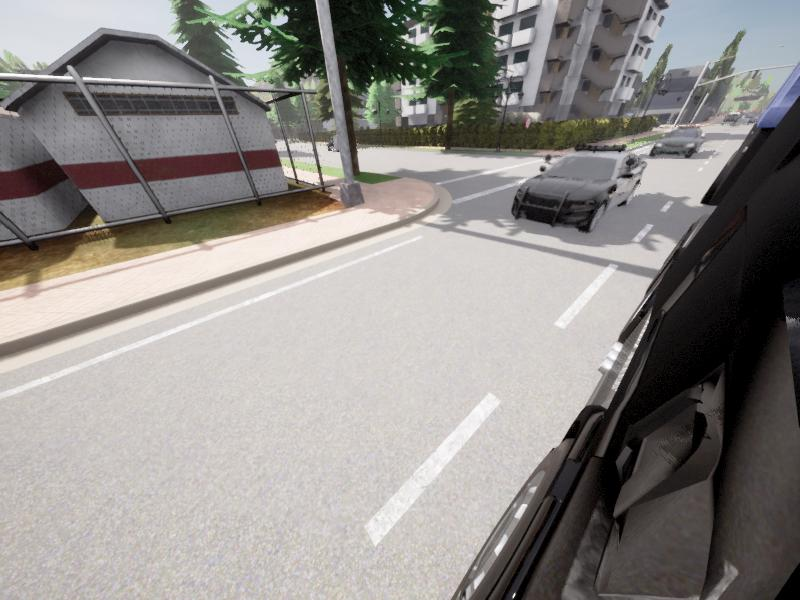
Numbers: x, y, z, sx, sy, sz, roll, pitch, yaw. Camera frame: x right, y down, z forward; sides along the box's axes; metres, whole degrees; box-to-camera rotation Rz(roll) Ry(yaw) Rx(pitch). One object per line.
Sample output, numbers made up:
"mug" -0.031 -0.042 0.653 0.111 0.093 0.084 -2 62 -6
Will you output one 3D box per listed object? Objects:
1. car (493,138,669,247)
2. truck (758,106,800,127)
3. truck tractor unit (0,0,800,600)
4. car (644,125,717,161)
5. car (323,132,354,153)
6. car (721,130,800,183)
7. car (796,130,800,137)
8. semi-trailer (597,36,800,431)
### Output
"car" 5.049 -3.279 6.338 5.238 1.638 1.930 -28 44 -30
"truck" 61.417 -28.697 36.102 2.627 2.467 5.204 4 37 9
"truck tractor unit" 2.645 -0.295 0.351 6.516 4.208 3.053 -28 44 -30
"car" 18.075 -10.212 14.884 4.974 1.542 2.038 -28 44 -30
"car" -7.495 -19.128 28.036 1.905 1.878 3.866 -27 43 -29
"car" 15.513 -6.057 9.555 3.806 1.475 1.970 -28 43 -30
"car" 39.550 -16.251 21.576 5.366 1.575 1.801 -28 44 -30
"semi-trailer" 8.729 -3.584 4.196 14.254 4.402 2.717 -28 43 -29
